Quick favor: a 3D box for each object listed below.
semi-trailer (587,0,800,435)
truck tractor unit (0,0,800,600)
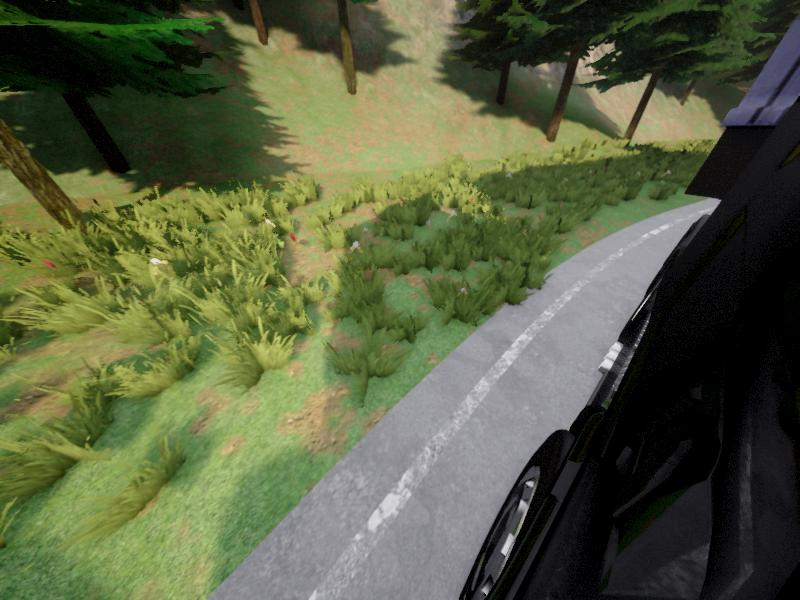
[{"bbox_3d":[9.431,-2.947,3.367,14.254,4.402,2.717,-19,40,-21],"label":"semi-trailer"},{"bbox_3d":[2.645,-0.295,0.352,6.516,4.208,3.053,-28,44,-30],"label":"truck tractor unit"}]
